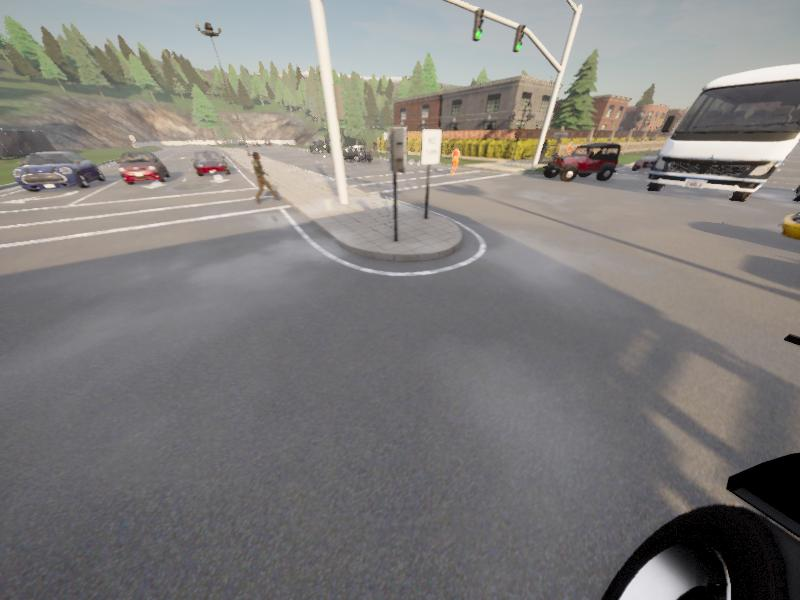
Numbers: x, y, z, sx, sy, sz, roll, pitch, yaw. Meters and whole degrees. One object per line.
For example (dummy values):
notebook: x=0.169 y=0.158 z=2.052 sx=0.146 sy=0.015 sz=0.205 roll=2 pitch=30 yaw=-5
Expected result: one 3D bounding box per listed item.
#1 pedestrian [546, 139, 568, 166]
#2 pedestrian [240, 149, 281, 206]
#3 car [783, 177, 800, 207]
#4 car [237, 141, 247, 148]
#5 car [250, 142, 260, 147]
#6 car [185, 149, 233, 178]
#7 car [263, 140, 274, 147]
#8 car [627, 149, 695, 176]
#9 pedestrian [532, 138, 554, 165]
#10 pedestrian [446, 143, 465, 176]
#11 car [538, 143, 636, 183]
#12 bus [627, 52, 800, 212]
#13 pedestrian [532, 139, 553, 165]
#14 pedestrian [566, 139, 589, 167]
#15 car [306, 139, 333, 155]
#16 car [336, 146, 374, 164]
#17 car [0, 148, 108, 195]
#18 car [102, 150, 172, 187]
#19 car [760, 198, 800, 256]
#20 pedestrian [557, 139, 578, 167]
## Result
pedestrian: x=13.195 y=-12.434 z=19.467 sx=0.751 sy=1.860 sz=0.751 roll=-29 pitch=44 yaw=-34
pedestrian: x=-5.509 y=-4.865 z=9.189 sx=0.751 sy=1.860 sz=0.751 roll=-22 pitch=41 yaw=-28
car: x=17.644 y=-4.680 z=9.051 sx=4.902 sy=1.511 sz=2.128 roll=-22 pitch=41 yaw=-28
car: x=-46.070 y=-45.387 z=67.314 sx=1.837 sy=1.490 sz=4.892 roll=-16 pitch=38 yaw=-21
car: x=-43.958 y=-47.338 z=70.228 sx=1.895 sy=1.301 sz=4.718 roll=-14 pitch=37 yaw=-18
car: x=-14.554 y=-10.529 z=17.669 sx=2.163 sy=1.488 sz=4.792 roll=-22 pitch=40 yaw=-27
car: x=-41.961 y=-50.019 z=73.588 sx=2.097 sy=1.767 sz=4.553 roll=-11 pitch=37 yaw=-15
car: x=19.207 y=-10.231 z=17.021 sx=4.181 sy=1.385 sz=1.994 roll=-20 pitch=40 yaw=-26
pedestrian: x=11.988 y=-12.448 z=19.424 sx=0.751 sy=1.860 sz=0.751 roll=-16 pitch=38 yaw=-21
pedestrian: x=3.812 y=-9.694 z=15.940 sx=0.751 sy=1.860 sz=0.751 roll=21 pitch=41 yaw=28
car: x=11.031 y=-8.304 z=13.919 sx=3.866 sy=1.878 sz=1.905 roll=-4 pitch=35 yaw=-5
bus: x=15.959 y=-7.496 z=10.680 sx=10.273 sy=4.253 sz=3.944 roll=-22 pitch=41 yaw=-28
pedestrian: x=12.274 y=-12.776 z=19.960 sx=0.751 sy=1.860 sz=0.751 roll=-21 pitch=40 yaw=-26
pedestrian: x=14.164 y=-11.713 z=18.437 sx=0.751 sy=1.860 sz=0.751 roll=29 pitch=45 yaw=35
car: x=-13.109 y=-24.839 z=37.429 sx=2.150 sy=2.045 sz=5.566 roll=-22 pitch=41 yaw=-28
car: x=-4.956 y=-16.026 z=25.365 sx=3.806 sy=1.475 sz=1.970 roll=27 pitch=44 yaw=33
car: x=-19.136 y=-7.352 z=12.940 sx=2.097 sy=1.767 sz=4.553 roll=-22 pitch=40 yaw=-27
car: x=-16.184 y=-8.372 z=14.519 sx=1.851 sy=1.617 sz=3.988 roll=-22 pitch=41 yaw=-27
car: x=10.985 y=-0.927 z=3.739 sx=1.801 sy=1.575 sz=5.366 roll=-22 pitch=40 yaw=-27
pedestrian: x=13.688 y=-12.033 z=18.895 sx=0.751 sy=1.860 sz=0.751 roll=25 pitch=42 yaw=31
